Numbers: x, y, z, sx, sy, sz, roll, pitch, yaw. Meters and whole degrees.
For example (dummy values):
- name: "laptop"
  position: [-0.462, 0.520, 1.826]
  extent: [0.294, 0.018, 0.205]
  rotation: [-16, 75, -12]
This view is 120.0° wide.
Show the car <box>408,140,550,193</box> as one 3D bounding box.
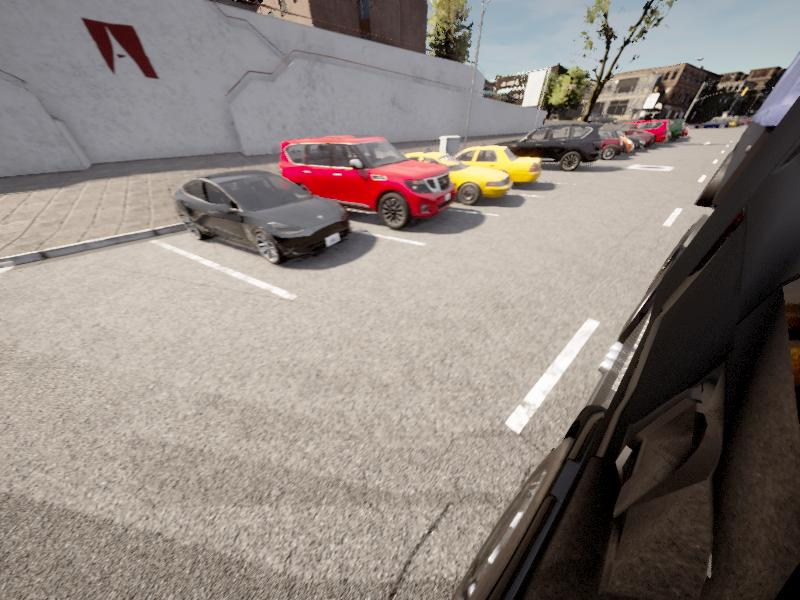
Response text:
- name: "car"
  position: [3.210, -5.941, 10.125]
  extent: [5.366, 1.575, 1.946]
  rotation: [17, 41, 25]

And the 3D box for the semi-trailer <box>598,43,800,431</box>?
- name: "semi-trailer"
  position: [8.698, -3.581, 4.262]
  extent: [14.254, 4.402, 2.717]
  rotation: [-28, 44, -30]

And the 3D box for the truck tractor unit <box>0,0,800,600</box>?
- name: "truck tractor unit"
  position: [2.645, -0.295, 0.351]
  extent: [6.516, 4.208, 3.053]
  rotation: [-28, 44, -30]

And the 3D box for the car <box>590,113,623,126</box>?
- name: "car"
  position: [42.809, -37.538, 47.998]
  extent: [1.932, 1.855, 4.605]
  rotation: [-26, 48, -31]

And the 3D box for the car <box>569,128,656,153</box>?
- name: "car"
  position: [17.135, -13.141, 19.122]
  extent: [4.892, 1.521, 2.231]
  rotation: [17, 40, 25]

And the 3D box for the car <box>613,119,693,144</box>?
- name: "car"
  position: [28.600, -19.345, 26.550]
  extent: [5.566, 2.045, 2.435]
  rotation: [17, 41, 25]

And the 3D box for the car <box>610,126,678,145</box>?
- name: "car"
  position: [26.331, -17.903, 25.195]
  extent: [4.674, 1.452, 2.002]
  rotation: [17, 41, 25]

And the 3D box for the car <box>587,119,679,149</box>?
- name: "car"
  position: [21.693, -15.749, 22.009]
  extent: [5.566, 2.045, 2.435]
  rotation: [17, 41, 25]

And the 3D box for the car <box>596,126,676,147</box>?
- name: "car"
  position: [23.864, -16.791, 23.737]
  extent: [5.366, 1.575, 1.946]
  rotation: [17, 41, 25]

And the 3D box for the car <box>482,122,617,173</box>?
- name: "car"
  position: [7.923, -8.521, 12.925]
  extent: [5.566, 2.045, 2.435]
  rotation: [17, 41, 25]

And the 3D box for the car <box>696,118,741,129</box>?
- name: "car"
  position: [68.615, -38.003, 49.884]
  extent: [5.366, 1.575, 1.946]
  rotation: [21, 42, 29]

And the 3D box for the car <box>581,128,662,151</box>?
- name: "car"
  position: [19.406, -14.321, 20.657]
  extent: [4.792, 1.488, 2.163]
  rotation: [17, 41, 25]

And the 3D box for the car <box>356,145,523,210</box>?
- name: "car"
  position: [1.243, -4.632, 8.467]
  extent: [5.366, 1.575, 1.946]
  rotation: [17, 40, 25]

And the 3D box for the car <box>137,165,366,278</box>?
- name: "car"
  position: [-3.480, -2.213, 5.546]
  extent: [4.792, 1.488, 2.163]
  rotation: [17, 40, 25]

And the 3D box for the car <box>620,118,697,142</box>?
- name: "car"
  position: [30.966, -20.528, 28.040]
  extent: [5.566, 2.045, 2.435]
  rotation: [17, 40, 25]

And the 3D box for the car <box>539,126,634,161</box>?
- name: "car"
  position: [12.570, -10.822, 15.998]
  extent: [4.553, 1.767, 2.185]
  rotation: [17, 41, 25]

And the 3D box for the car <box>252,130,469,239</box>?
- name: "car"
  position: [-1.197, -3.658, 6.886]
  extent: [5.566, 2.045, 2.435]
  rotation: [17, 40, 25]

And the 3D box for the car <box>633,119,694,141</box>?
- name: "car"
  position: [33.362, -21.673, 29.519]
  extent: [4.442, 1.987, 1.878]
  rotation: [18, 40, 25]

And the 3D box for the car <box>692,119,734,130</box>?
- name: "car"
  position: [65.914, -37.051, 48.801]
  extent: [4.792, 1.488, 2.163]
  rotation: [21, 42, 29]

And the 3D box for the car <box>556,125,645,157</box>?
- name: "car"
  position: [14.813, -12.047, 17.544]
  extent: [4.553, 1.767, 2.185]
  rotation: [17, 40, 25]
